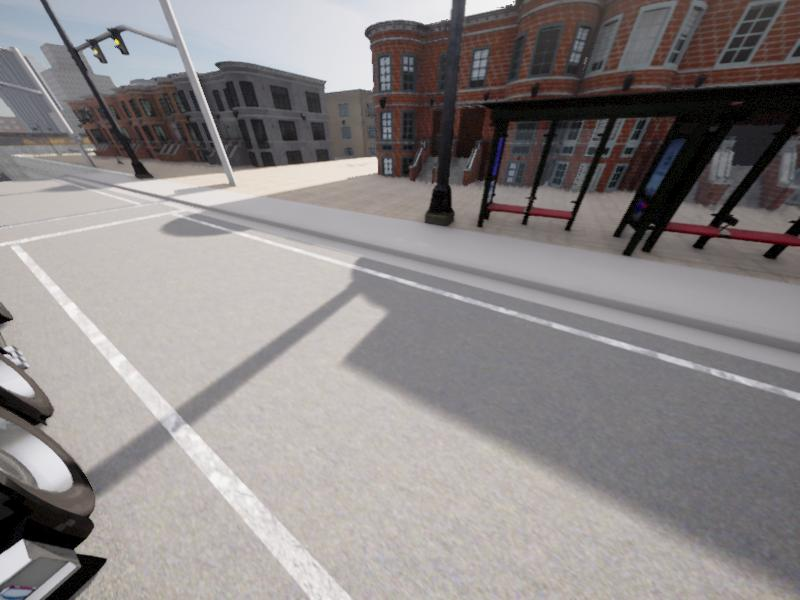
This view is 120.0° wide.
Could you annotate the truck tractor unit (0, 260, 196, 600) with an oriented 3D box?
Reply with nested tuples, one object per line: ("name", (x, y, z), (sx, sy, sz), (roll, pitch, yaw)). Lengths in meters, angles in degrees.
("truck tractor unit", (-5.114, -0.294, 0.798), (6.516, 4.208, 3.053), (18, 39, 25))
